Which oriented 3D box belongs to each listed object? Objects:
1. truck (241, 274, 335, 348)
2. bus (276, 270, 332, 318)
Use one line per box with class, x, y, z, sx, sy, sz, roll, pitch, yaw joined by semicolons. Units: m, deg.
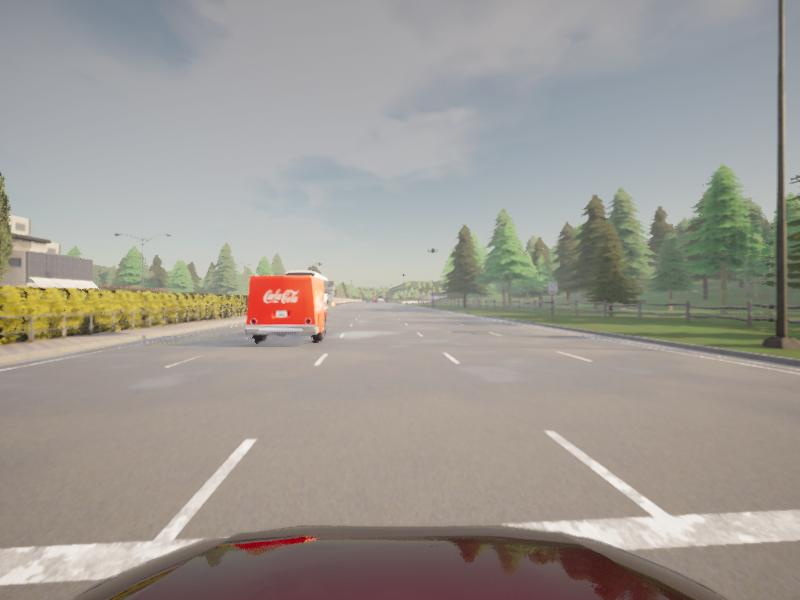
truck;-4.198;0.357;16.096;2.627;2.467;5.204;0;0;-4
bus;-9.478;-0.545;41.169;3.944;4.253;10.273;0;0;-4
